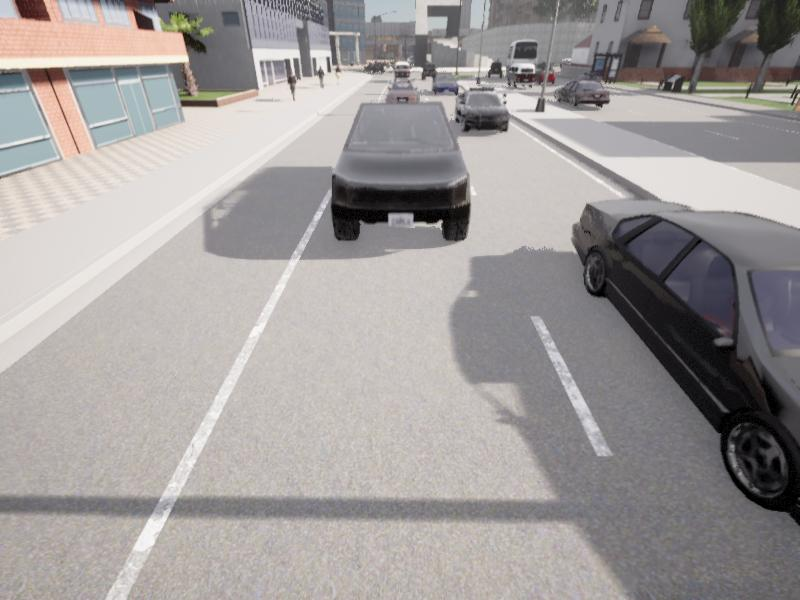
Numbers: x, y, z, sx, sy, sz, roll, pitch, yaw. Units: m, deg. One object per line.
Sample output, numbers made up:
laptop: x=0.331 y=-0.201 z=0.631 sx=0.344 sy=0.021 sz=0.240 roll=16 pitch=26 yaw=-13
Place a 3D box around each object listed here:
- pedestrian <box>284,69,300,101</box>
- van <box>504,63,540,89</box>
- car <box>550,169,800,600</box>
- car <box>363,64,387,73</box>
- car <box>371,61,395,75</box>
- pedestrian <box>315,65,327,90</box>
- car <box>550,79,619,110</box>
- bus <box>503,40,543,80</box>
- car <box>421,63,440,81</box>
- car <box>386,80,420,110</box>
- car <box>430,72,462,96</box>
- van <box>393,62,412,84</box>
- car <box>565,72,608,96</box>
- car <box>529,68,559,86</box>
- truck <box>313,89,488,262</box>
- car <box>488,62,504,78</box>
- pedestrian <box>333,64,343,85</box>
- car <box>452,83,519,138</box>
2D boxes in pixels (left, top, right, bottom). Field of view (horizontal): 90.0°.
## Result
pedestrian: x=-7.174 y=-14.318 z=26.662 sx=0.751 sy=1.860 sz=0.751 roll=-7 pitch=32 yaw=-11
van: x=11.798 y=-21.882 z=39.054 sx=2.069 sy=2.038 sz=4.480 roll=0 pitch=32 yaw=1
car: x=3.546 y=0.015 z=4.178 sx=2.033 sy=1.411 sz=5.357 roll=0 pitch=32 yaw=1
car: x=-4.544 y=-42.116 z=72.627 sx=1.895 sy=1.301 sz=4.718 roll=-22 pitch=38 yaw=-32
car: x=-2.814 y=-37.830 z=65.117 sx=1.932 sy=1.855 sz=4.605 roll=-16 pitch=35 yaw=-25
pedestrian: x=-6.940 y=-19.639 z=35.296 sx=0.751 sy=1.860 sz=0.751 roll=-3 pitch=32 yaw=-4
car: x=11.694 y=-13.349 z=25.831 sx=2.033 sy=1.411 sz=5.357 roll=0 pitch=32 yaw=0
bus: x=16.306 y=-32.364 z=53.931 sx=3.944 sy=4.253 sz=10.273 roll=5 pitch=32 yaw=9
car: x=3.706 y=-28.319 z=49.659 sx=1.905 sy=1.878 sz=3.866 roll=-1 pitch=32 yaw=-1
car: x=0.180 y=-13.073 z=25.441 sx=1.994 sy=1.385 sz=4.181 roll=0 pitch=32 yaw=0
car: x=3.759 y=-18.287 z=33.780 sx=2.163 sy=1.488 sz=4.792 roll=0 pitch=32 yaw=0
van: x=0.220 y=-26.344 z=46.323 sx=2.069 sy=2.038 sz=4.480 roll=-1 pitch=32 yaw=-1
car: x=15.156 y=-17.702 z=32.750 sx=1.845 sy=1.501 sz=3.633 roll=1 pitch=32 yaw=1
car: x=15.351 y=-23.969 z=42.917 sx=1.845 sy=1.501 sz=3.633 roll=0 pitch=32 yaw=1
truck: x=0.032 y=-3.167 z=8.680 sx=2.390 sy=2.098 sz=6.274 roll=0 pitch=32 yaw=0
car: x=13.328 y=-32.010 z=55.617 sx=1.905 sy=1.878 sz=3.866 roll=6 pitch=32 yaw=10
pedestrian: x=-6.155 y=-22.529 z=39.990 sx=0.751 sy=1.860 sz=0.751 roll=1 pitch=32 yaw=1
car: x=3.617 y=-8.606 z=17.927 sx=1.930 sy=1.638 sz=5.238 roll=0 pitch=32 yaw=0
